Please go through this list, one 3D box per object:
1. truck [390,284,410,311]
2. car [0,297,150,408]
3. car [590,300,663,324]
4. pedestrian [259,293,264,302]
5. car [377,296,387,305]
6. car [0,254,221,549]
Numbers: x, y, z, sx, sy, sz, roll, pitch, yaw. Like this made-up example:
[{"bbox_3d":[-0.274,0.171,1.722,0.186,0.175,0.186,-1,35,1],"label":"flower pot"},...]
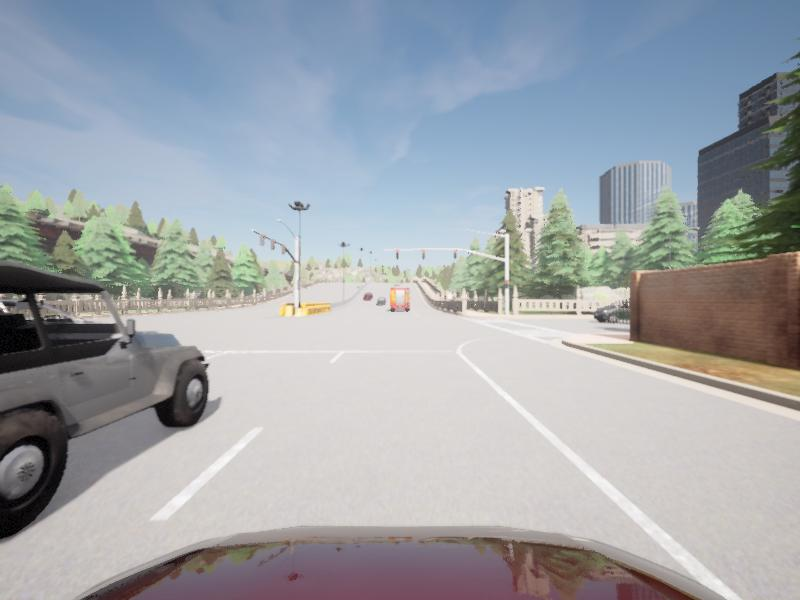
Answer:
[{"bbox_3d":[-0.009,-0.352,60.819,2.891,3.827,8.468,0,0,0],"label":"truck"},{"bbox_3d":[-7.000,0.778,6.976,2.152,1.651,5.027,0,0,0],"label":"car"},{"bbox_3d":[15.535,0.777,27.600,3.988,1.617,1.851,0,0,0],"label":"car"},{"bbox_3d":[-28.666,-0.538,82.761,0.751,1.860,0.751,0,0,0],"label":"pedestrian"},{"bbox_3d":[-3.607,0.084,79.399,1.789,1.549,3.705,0,5,0],"label":"car"},{"bbox_3d":[-3.497,0.645,3.744,1.905,1.878,3.866,0,0,0],"label":"car"}]
